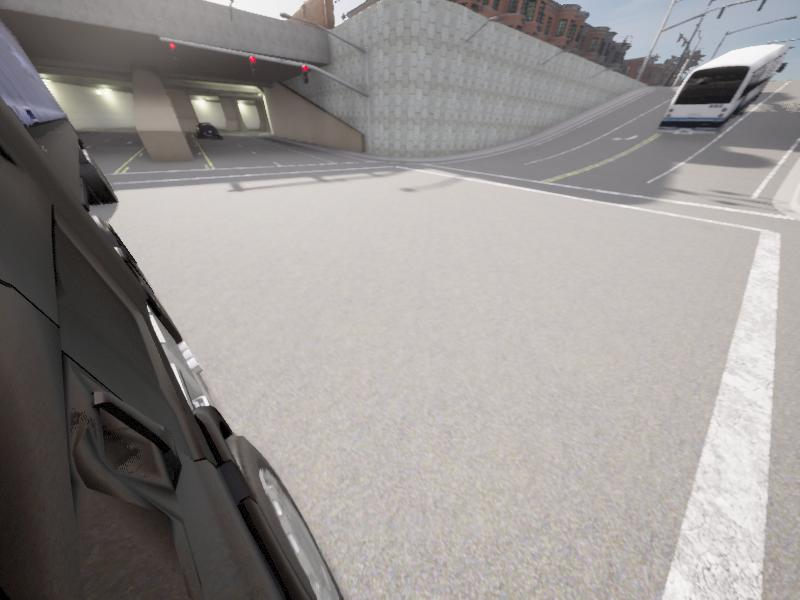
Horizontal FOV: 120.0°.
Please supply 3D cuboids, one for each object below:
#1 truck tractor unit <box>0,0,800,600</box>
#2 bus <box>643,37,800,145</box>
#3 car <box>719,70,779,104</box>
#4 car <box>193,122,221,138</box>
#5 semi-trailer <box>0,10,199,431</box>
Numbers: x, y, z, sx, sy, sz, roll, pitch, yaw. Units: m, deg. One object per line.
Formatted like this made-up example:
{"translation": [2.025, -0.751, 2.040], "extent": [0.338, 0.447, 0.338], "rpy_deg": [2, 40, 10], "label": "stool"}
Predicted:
{"translation": [-2.645, -0.295, 0.351], "extent": [6.516, 4.208, 3.053], "rpy_deg": [28, 44, 30], "label": "truck tractor unit"}
{"translation": [24.799, -16.122, 17.873], "extent": [10.273, 4.253, 3.944], "rpy_deg": [-33, 48, -19], "label": "bus"}
{"translation": [33.594, -20.475, 22.241], "extent": [5.366, 1.575, 1.801], "rpy_deg": [-32, 48, -20], "label": "car"}
{"translation": [-27.761, -24.475, 33.169], "extent": [2.152, 1.651, 5.027], "rpy_deg": [-26, 45, -32], "label": "car"}
{"translation": [-8.543, -3.704, 4.378], "extent": [14.254, 4.402, 2.717], "rpy_deg": [30, 45, 31], "label": "semi-trailer"}
